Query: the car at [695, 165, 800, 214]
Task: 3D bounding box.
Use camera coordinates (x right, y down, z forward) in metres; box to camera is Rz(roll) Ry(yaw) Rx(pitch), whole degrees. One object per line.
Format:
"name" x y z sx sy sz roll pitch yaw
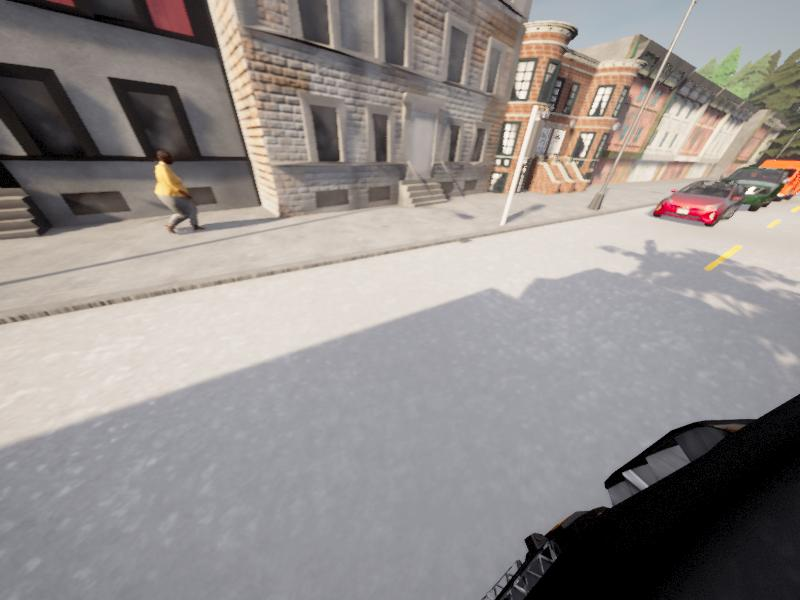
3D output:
"car" 20.383 -6.597 13.519 5.566 2.045 2.150 -16 38 -26

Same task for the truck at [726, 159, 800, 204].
"truck" 27.770 -8.873 17.104 5.204 2.467 2.627 -16 38 -26

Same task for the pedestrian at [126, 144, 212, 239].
"pedestrian" -5.306 -2.522 5.434 0.751 1.860 0.751 -24 42 -34

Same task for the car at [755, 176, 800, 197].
"car" 34.655 -10.348 20.892 4.718 1.301 1.895 -16 38 -26

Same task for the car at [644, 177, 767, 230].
"car" 13.287 -4.343 10.078 4.514 1.525 2.007 -16 38 -26

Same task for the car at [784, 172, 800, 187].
"car" 52.024 -15.380 29.572 4.792 1.488 2.163 -16 38 -26
